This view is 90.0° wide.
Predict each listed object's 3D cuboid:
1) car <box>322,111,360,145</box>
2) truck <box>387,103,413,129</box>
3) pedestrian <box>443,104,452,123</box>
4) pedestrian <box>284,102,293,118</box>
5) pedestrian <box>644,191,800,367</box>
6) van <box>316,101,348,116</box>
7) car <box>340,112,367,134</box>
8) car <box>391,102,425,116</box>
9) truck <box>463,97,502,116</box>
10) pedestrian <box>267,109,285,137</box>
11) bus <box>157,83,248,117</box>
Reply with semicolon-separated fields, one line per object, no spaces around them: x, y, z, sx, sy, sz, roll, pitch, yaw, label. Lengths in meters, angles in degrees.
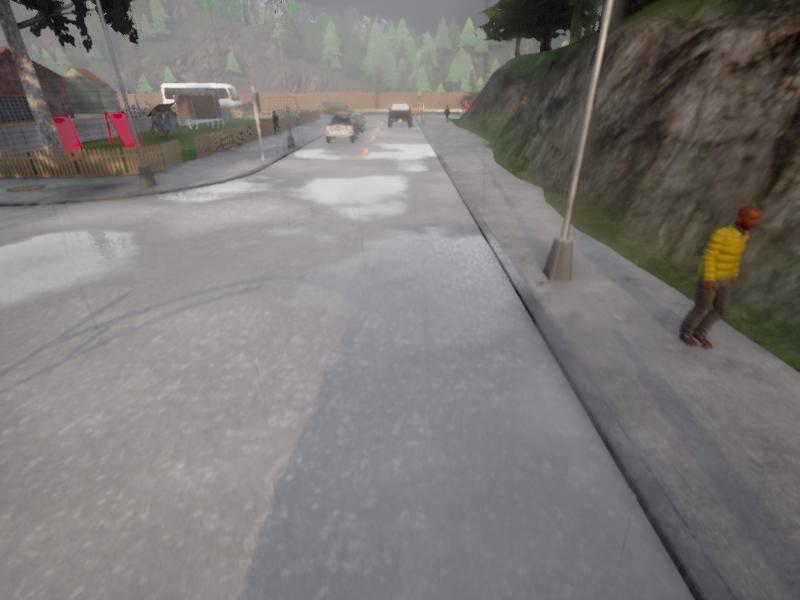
-3.990;-12.127;27.980;1.932;1.855;4.605;0;27;0;car
0.015;-18.527;40.124;2.390;2.098;6.274;0;27;0;truck
5.227;-20.539;43.977;0.751;1.860;0.751;0;27;0;pedestrian
-14.604;-24.935;52.509;0.751;1.860;0.751;0;27;0;pedestrian
3.753;-0.250;4.735;0.751;1.860;0.751;-8;28;-15;pedestrian
-10.251;-29.146;60.796;4.442;1.987;1.775;0;27;0;van
-3.988;-15.575;35.072;1.837;1.490;4.892;0;27;0;car
1.160;-28.480;59.721;4.553;1.767;2.097;-13;30;-24;car
12.366;-29.362;60.679;5.204;2.467;2.627;0;27;0;truck
-9.191;-13.147;29.697;0.751;1.860;0.751;9;29;16;pedestrian
-27.789;-28.375;56.833;10.273;4.253;3.944;0;27;0;bus
